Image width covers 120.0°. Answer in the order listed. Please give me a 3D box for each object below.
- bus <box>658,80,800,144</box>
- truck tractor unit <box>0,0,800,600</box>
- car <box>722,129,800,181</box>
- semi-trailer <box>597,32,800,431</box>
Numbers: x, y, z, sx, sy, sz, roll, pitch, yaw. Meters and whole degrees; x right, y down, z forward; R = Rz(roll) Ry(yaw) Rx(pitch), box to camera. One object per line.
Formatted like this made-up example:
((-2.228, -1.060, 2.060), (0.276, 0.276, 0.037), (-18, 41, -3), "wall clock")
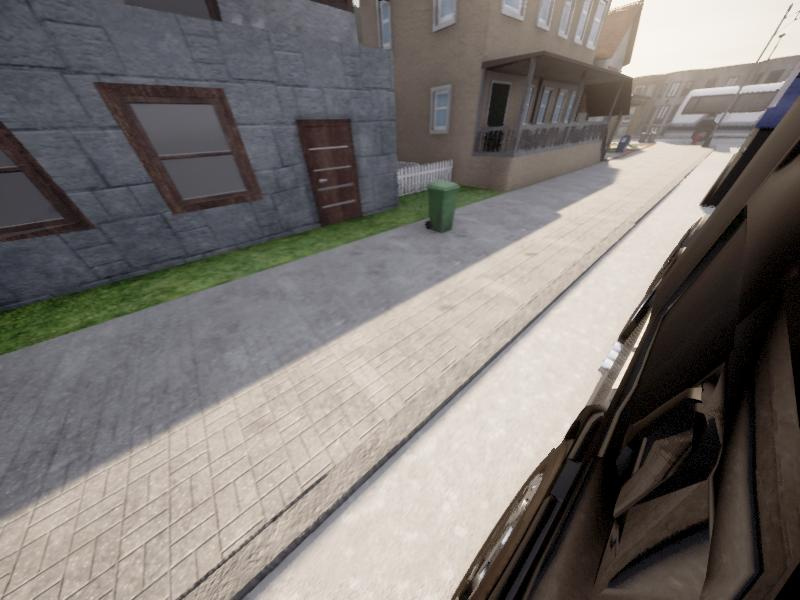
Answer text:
((32.921, -17.460, 21.723), (3.944, 4.253, 10.273), (-28, 44, -30), "bus")
((2.645, -0.295, 0.352), (6.516, 4.208, 3.053), (-28, 44, -30), "truck tractor unit")
((16.686, -6.627, 10.344), (4.514, 1.525, 2.007), (-28, 43, -30), "car")
((8.743, -3.550, 4.219), (14.254, 4.402, 2.717), (-27, 43, -30), "semi-trailer")
